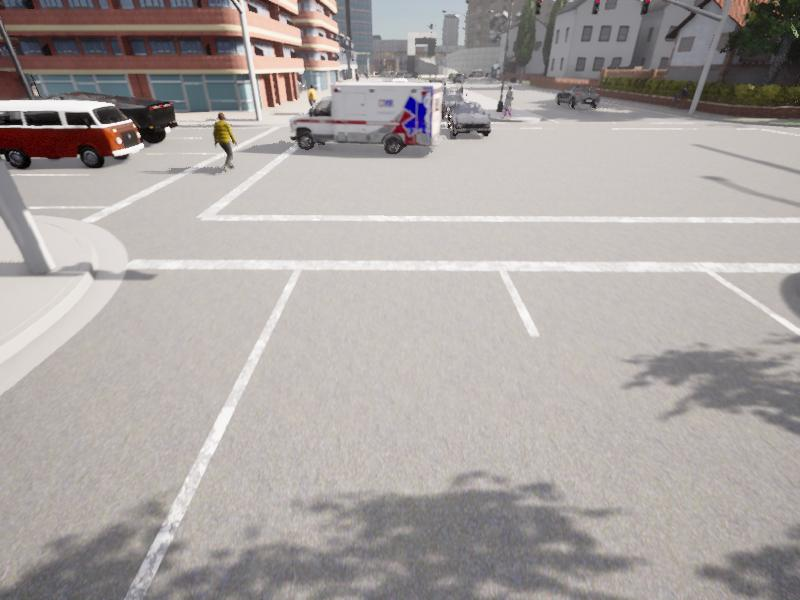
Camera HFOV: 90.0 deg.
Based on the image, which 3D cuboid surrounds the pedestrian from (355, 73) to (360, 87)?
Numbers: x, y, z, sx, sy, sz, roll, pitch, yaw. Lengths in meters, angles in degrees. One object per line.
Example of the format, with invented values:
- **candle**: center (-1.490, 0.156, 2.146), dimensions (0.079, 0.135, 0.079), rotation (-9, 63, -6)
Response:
- **pedestrian**: center (-6.580, -34.038, 62.005), dimensions (0.751, 1.860, 0.751), rotation (-1, 30, -2)

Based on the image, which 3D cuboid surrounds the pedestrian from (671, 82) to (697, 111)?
- **pedestrian**: center (20.625, -14.787, 29.096), dimensions (0.751, 1.860, 0.751), rotation (-6, 31, -10)

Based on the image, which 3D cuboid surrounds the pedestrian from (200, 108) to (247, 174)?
- **pedestrian**: center (-5.639, -5.113, 12.855), dimensions (0.751, 1.860, 0.751), rotation (5, 31, 9)

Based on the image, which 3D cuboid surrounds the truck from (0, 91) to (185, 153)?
- **truck**: center (-12.946, -7.465, 16.686), dimensions (6.274, 2.098, 2.390), rotation (-1, 30, -2)

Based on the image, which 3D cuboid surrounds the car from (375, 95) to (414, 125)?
- **car**: center (-0.258, -12.069, 25.284), dimensions (1.994, 1.385, 4.181), rotation (3, 30, 4)

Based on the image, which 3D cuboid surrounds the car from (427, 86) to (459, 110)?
- **car**: center (3.500, -16.859, 33.360), dimensions (2.163, 1.488, 4.792), rotation (0, 30, 0)

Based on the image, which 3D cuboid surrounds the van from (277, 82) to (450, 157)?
- **van**: center (-1.363, -7.456, 16.347), dimensions (6.366, 2.431, 2.351), rotation (6, 31, 11)

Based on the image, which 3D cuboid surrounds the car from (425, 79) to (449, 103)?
- **car**: center (3.499, -20.254, 38.761), dimensions (1.905, 1.878, 3.866), rotation (0, 30, 0)

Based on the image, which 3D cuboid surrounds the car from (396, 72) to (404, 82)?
- **car**: center (-0.004, -49.862, 89.393), dimensions (1.932, 1.855, 4.605), rotation (0, 30, 0)

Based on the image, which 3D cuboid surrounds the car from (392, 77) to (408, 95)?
- **car**: center (-0.004, -27.016, 50.334), dimensions (1.932, 1.855, 4.605), rotation (0, 30, 0)

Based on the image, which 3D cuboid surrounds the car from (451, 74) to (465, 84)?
- **car**: center (11.496, -43.732, 79.160), dimensions (2.033, 1.649, 4.856), rotation (0, 30, 0)

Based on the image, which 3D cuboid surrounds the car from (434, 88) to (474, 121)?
- **car**: center (3.533, -13.383, 27.260), dimensions (1.930, 1.638, 5.238), rotation (0, 30, 0)

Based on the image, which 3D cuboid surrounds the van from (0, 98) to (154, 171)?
- **van**: center (-11.614, -5.752, 13.815), dimensions (4.480, 2.038, 2.069), rotation (-1, 30, -1)

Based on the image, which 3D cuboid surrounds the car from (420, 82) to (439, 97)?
- **car**: center (3.498, -25.022, 47.500), dimensions (1.895, 1.301, 4.718), rotation (0, 30, 0)

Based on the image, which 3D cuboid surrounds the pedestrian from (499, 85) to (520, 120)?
- **pedestrian**: center (6.710, -12.106, 24.510), dimensions (0.751, 1.860, 0.751), rotation (-7, 31, -12)

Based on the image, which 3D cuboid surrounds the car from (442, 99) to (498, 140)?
- **car**: center (3.498, -9.609, 21.053), dimensions (2.033, 1.411, 5.357), rotation (0, 30, 0)

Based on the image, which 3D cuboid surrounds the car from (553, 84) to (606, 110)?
- **car**: center (15.000, -17.207, 33.818), dimensions (2.152, 1.651, 5.027), rotation (0, 30, 0)

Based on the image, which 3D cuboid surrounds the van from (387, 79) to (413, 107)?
- **van**: center (-0.001, -18.343, 35.349), dimensions (2.069, 2.038, 4.480), rotation (0, 30, 0)

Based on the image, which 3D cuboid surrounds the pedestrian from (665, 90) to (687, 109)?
- **pedestrian**: center (21.150, -15.394, 30.689), dimensions (0.751, 1.300, 0.751), rotation (-1, 30, -2)

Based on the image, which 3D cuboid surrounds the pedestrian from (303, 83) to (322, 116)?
- **pedestrian**: center (-5.769, -13.303, 26.555), dimensions (0.751, 1.860, 0.751), rotation (26, 39, 37)
